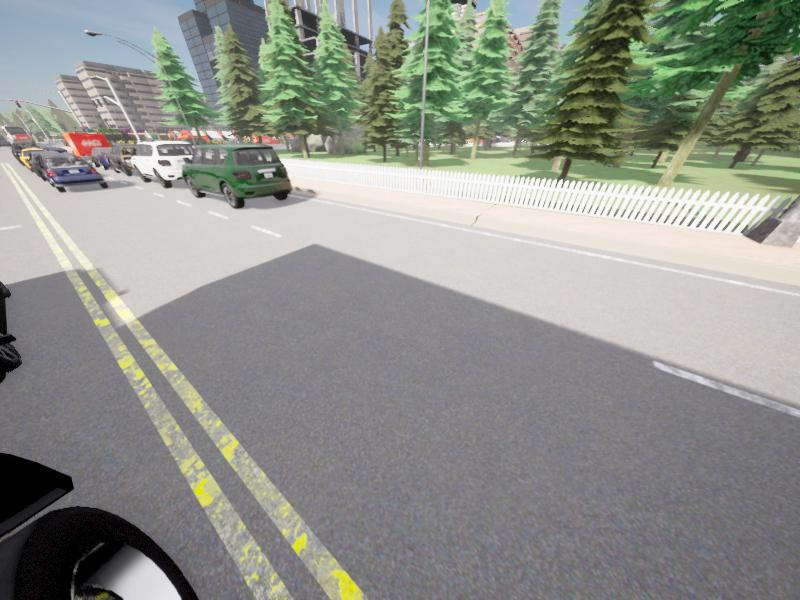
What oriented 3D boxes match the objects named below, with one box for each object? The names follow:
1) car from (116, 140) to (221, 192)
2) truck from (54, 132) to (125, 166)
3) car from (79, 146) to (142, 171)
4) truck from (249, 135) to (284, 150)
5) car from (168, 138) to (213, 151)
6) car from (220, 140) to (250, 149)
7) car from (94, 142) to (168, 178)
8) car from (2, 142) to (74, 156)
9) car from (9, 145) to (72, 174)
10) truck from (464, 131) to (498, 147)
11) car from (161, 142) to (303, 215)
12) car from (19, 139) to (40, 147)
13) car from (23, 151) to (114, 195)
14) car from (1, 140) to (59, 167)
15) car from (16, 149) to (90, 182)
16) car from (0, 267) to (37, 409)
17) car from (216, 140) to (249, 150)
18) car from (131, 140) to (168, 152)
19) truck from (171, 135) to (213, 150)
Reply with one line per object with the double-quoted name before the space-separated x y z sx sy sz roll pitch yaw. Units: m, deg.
"car" -12.966 -7.662 12.918 5.566 2.045 2.150 22 40 27
"truck" -29.603 -14.447 22.060 5.204 2.467 2.627 22 40 27
"car" -24.341 -11.951 19.414 4.792 1.488 2.163 22 40 27
"truck" -27.644 -32.801 48.119 2.627 2.467 5.204 21 40 26
"car" -39.488 -29.548 43.787 2.150 2.045 5.566 21 40 26
"car" -37.165 -35.151 52.102 2.033 1.649 4.856 21 40 26
"car" -18.950 -9.972 16.299 4.605 1.855 1.932 22 40 27
"car" -48.968 -20.524 31.405 4.792 1.488 2.163 -11 37 -16
"car" -27.859 -10.947 17.877 5.366 1.575 1.801 22 40 27
"truck" 24.230 -48.590 69.628 8.468 3.827 2.891 -1 35 -2
"car" -6.935 -5.269 9.565 5.566 2.045 2.150 21 40 27
"car" -87.407 -37.081 54.483 5.238 1.638 1.930 22 40 27
"car" -16.879 -6.574 11.773 3.705 1.549 1.789 22 40 27
"car" -33.672 -13.381 21.030 4.605 1.855 1.932 22 40 27
"car" -22.096 -8.613 14.698 4.193 1.474 1.816 22 40 27
"car" -6.036 0.217 2.298 3.806 1.475 1.970 22 41 28
"car" -35.438 -32.925 49.057 2.038 1.542 4.974 21 40 26
"car" -45.328 -27.983 41.905 1.851 1.617 3.988 22 41 28
"truck" -41.574 -31.579 46.295 2.627 2.467 5.204 21 40 26
